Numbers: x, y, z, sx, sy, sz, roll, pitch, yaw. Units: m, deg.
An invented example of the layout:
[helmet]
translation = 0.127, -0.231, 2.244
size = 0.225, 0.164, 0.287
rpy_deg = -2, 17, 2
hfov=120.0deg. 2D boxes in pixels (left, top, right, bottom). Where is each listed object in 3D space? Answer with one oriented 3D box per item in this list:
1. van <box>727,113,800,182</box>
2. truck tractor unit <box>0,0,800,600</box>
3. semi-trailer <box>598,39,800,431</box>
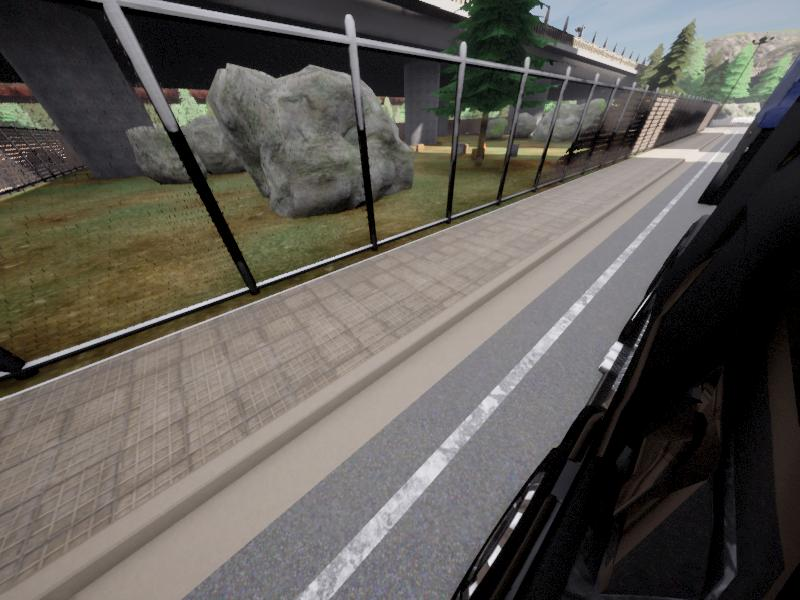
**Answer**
[van]
translation = 15.942, -6.327, 9.437
size = 4.480, 2.038, 2.069
rpy_deg = -26, 42, -30
[truck tractor unit]
translation = 2.645, -0.295, 0.352
size = 6.516, 4.208, 3.053
rpy_deg = -28, 44, -30
[semi-trailer]
translation = 8.701, -3.604, 4.224
size = 14.254, 4.402, 2.717
rpy_deg = -28, 44, -30
